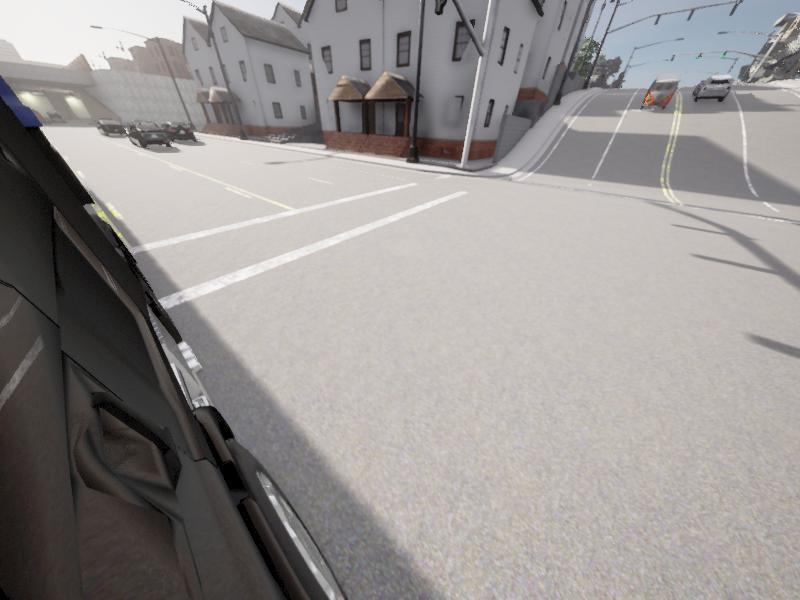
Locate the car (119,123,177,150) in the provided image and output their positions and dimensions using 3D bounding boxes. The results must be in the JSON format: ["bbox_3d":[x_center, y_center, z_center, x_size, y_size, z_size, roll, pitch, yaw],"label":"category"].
[{"bbox_3d":[-20.772,-13.507,19.023,4.514,1.525,2.007,27,43,29],"label":"car"}]

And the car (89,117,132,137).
[{"bbox_3d":[-33.822,-20.166,26.949,5.238,1.638,1.930,26,43,27],"label":"car"}]

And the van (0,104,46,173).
[{"bbox_3d":[-18.763,-7.544,10.366,5.915,2.561,1.988,27,43,29],"label":"van"}]

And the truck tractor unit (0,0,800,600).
[{"bbox_3d":[-2.645,-0.295,0.351,6.516,4.208,3.053,28,44,30],"label":"truck tractor unit"}]

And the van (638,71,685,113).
[{"bbox_3d":[22.701,-18.096,20.070,1.775,1.987,4.442,26,58,28],"label":"van"}]

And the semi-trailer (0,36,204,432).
[{"bbox_3d":[-8.790,-3.553,4.117,14.254,4.402,2.717,27,44,29],"label":"semi-trailer"}]

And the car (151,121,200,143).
[{"bbox_3d":[-23.429,-17.586,24.157,4.611,1.667,2.242,27,43,29],"label":"car"}]

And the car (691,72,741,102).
[{"bbox_3d":[27.539,-18.711,20.280,1.970,1.475,3.806,26,55,28],"label":"car"}]

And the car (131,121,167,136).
[{"bbox_3d":[-32.565,-22.213,29.923,4.674,1.442,1.812,26,43,28],"label":"car"}]
